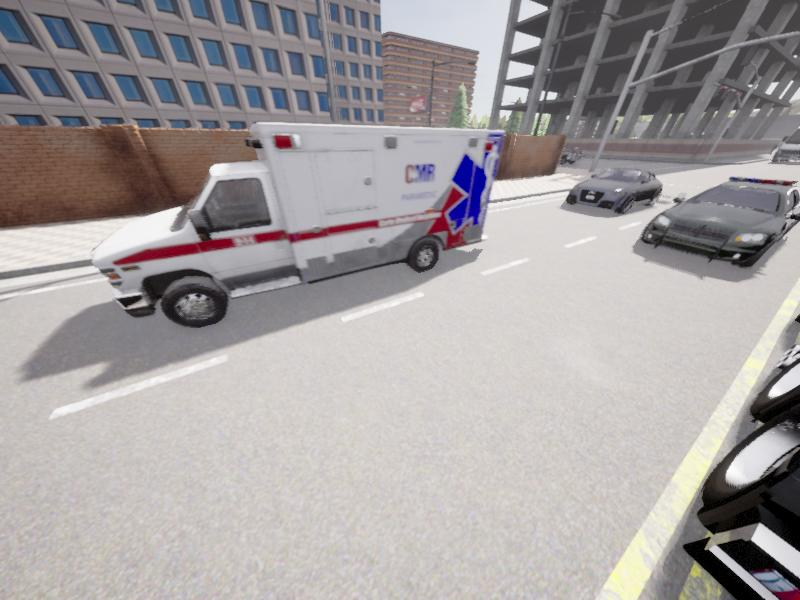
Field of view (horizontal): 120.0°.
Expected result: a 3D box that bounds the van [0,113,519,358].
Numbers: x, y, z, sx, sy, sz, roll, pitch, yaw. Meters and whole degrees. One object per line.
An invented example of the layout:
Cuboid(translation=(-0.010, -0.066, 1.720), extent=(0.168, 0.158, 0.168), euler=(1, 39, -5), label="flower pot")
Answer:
Cuboid(translation=(-1.206, -1.738, 4.365), extent=(6.366, 2.431, 2.351), euler=(-18, 39, -24), label="van")

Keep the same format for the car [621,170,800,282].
Cuboid(translation=(8.459, -2.207, 5.900), extent=(4.974, 1.542, 2.038), euler=(-18, 39, -24), label="car")

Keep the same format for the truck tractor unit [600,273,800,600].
Cuboid(translation=(5.123, -0.289, 0.755), extent=(6.516, 4.208, 3.053), euler=(-18, 39, -23), label="truck tractor unit")

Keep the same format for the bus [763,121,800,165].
Cuboid(translation=(51.616, -19.575, 28.842), extent=(10.273, 4.253, 3.944), euler=(-18, 39, -24), label="bus")

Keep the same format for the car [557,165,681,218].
Cuboid(translation=(8.947, -4.604, 9.497), extent=(4.181, 1.385, 1.994), euler=(-18, 39, -25), label="car")

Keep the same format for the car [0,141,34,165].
Cuboid(translation=(-39.670, -14.417, 22.645), extent=(1.932, 1.855, 4.605), euler=(-18, 39, -24), label="car")

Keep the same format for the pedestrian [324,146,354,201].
Cuboid(translation=(-2.471, -5.158, 9.457), extent=(0.751, 1.860, 0.751), euler=(-15, 38, -21), label="pedestrian")
